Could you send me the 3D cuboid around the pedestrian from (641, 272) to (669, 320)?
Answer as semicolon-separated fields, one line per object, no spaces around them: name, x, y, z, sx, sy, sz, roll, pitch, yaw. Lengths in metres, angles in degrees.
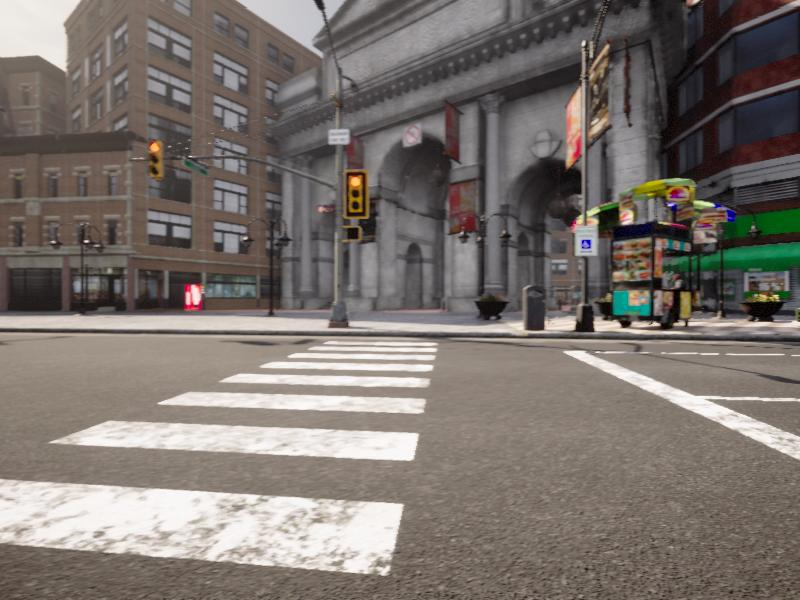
pedestrian;10.181;-0.140;15.959;0.751;1.860;0.751;0;0;-42

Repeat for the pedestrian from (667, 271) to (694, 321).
pedestrian;10.751;-0.142;15.340;0.751;1.860;0.751;0;0;44
